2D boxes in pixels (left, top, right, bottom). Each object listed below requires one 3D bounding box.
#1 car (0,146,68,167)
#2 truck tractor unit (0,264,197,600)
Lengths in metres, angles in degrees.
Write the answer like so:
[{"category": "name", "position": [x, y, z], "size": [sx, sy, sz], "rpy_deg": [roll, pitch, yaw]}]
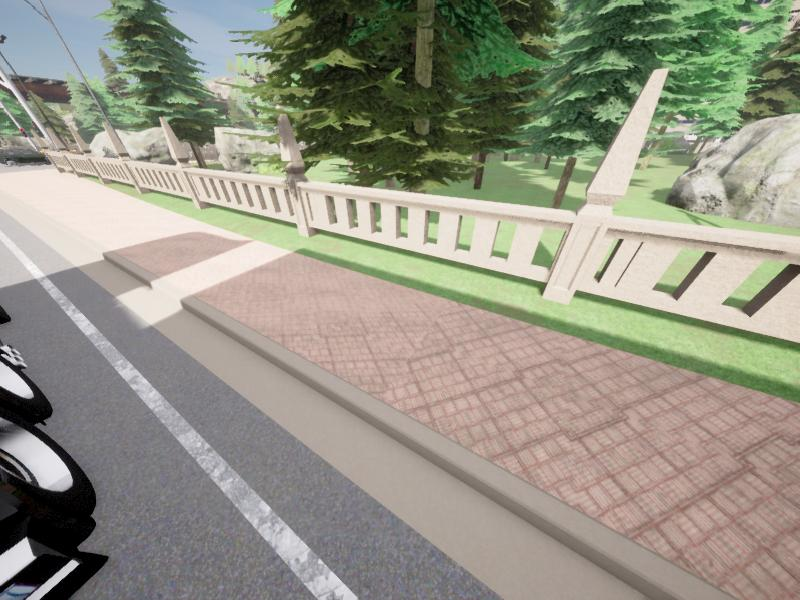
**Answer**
[{"category": "car", "position": [-42.589, -16.575, 26.541], "size": [2.097, 1.767, 4.553], "rpy_deg": [18, 39, 25]}, {"category": "truck tractor unit", "position": [-5.111, -0.301, 0.780], "size": [6.516, 4.208, 3.053], "rpy_deg": [18, 39, 24]}]
